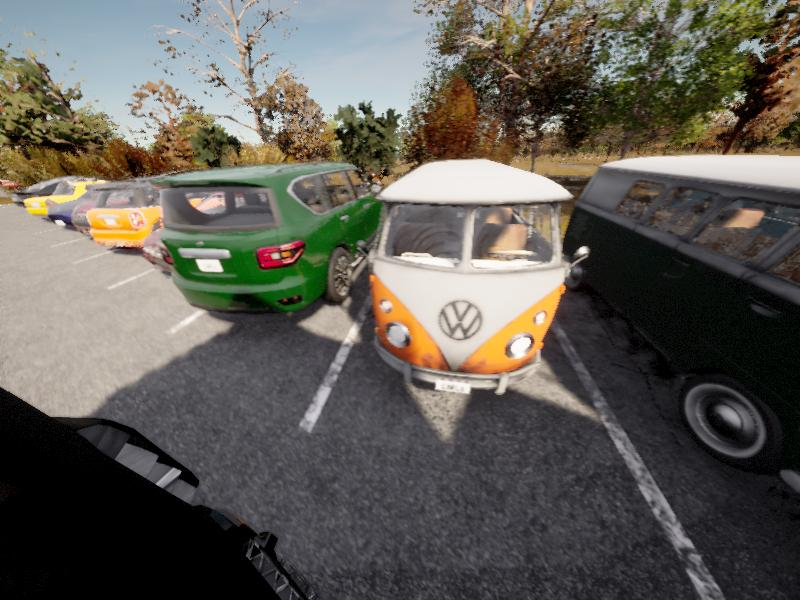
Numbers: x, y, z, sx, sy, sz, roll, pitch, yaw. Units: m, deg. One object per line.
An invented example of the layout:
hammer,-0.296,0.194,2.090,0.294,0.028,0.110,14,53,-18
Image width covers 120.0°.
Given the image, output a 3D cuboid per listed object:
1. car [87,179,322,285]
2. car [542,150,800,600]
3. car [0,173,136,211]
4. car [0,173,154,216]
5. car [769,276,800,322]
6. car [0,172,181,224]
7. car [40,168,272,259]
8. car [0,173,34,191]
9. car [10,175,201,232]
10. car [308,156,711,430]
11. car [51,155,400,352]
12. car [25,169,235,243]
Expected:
car,-4.289,-2.239,6.361,2.002,1.452,4.674,4,33,9
car,3.403,-0.203,2.209,1.878,1.987,4.442,4,33,9
car,-21.164,-7.085,14.905,2.231,1.521,4.892,4,33,9
car,-18.237,-6.242,13.408,2.231,1.521,4.892,4,33,10
car,5.980,0.529,0.907,1.878,1.987,4.442,4,33,9
car,-15.275,-5.512,12.075,1.946,1.575,5.366,4,33,10
car,-6.881,-3.093,7.549,2.185,1.767,4.553,4,33,10
car,-45.918,-14.066,27.486,3.988,1.617,1.851,19,39,29
car,-12.370,-4.533,10.427,2.163,1.488,4.792,4,33,9
car,0.828,-0.934,3.511,1.878,1.987,4.442,4,33,9
car,-1.726,-1.766,4.922,2.435,2.045,5.566,4,33,10
car,-9.436,-3.859,8.904,2.185,1.767,4.553,4,33,9
